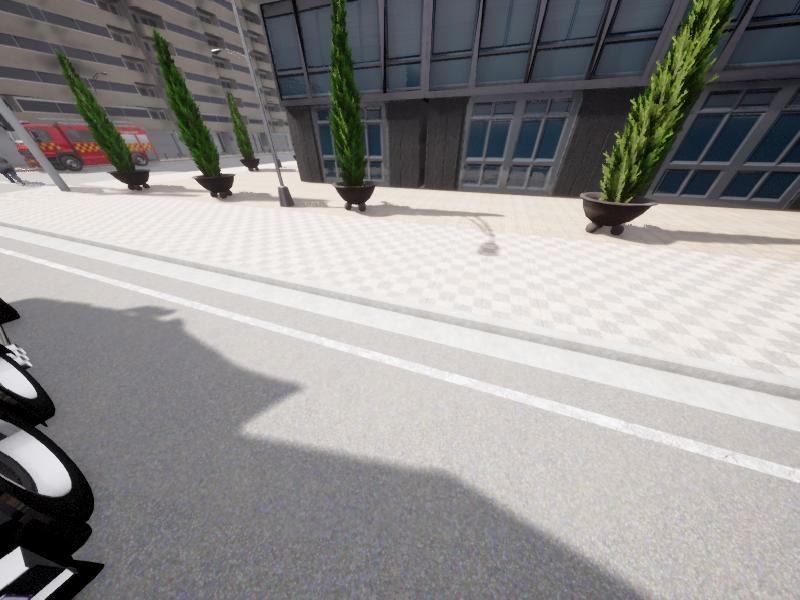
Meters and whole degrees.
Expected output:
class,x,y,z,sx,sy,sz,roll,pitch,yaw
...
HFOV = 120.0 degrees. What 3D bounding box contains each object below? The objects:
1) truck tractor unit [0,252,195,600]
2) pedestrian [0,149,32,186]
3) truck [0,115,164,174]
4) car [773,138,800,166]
class,x,y,z,sx,sy,sz,roll,pitch,yaw
truck tractor unit,-5.091,-0.320,0.810,6.516,4.208,3.053,19,39,25
pedestrian,-23.461,-7.843,13.677,0.751,1.860,0.751,7,35,10
truck,-29.151,-14.680,21.869,2.891,3.827,8.468,11,36,16
car,39.164,-14.353,22.276,6.274,2.098,2.390,-26,42,-32
